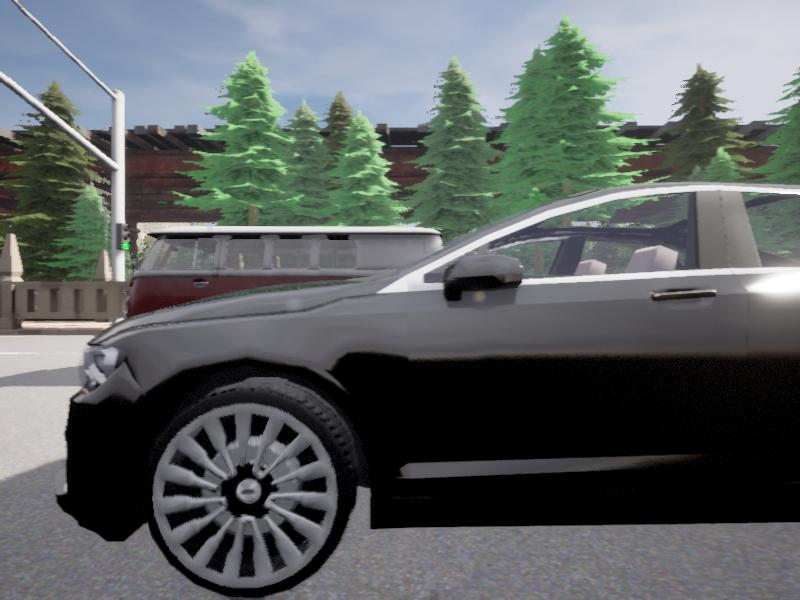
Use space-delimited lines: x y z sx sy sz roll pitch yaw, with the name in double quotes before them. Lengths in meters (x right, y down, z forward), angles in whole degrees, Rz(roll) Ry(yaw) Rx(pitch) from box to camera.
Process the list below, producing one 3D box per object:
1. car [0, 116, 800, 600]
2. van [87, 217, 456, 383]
"car" 0.969 0.234 2.199 4.902 1.511 2.128 0 0 0
"van" -1.545 0.001 5.699 4.442 1.987 1.775 0 0 0
